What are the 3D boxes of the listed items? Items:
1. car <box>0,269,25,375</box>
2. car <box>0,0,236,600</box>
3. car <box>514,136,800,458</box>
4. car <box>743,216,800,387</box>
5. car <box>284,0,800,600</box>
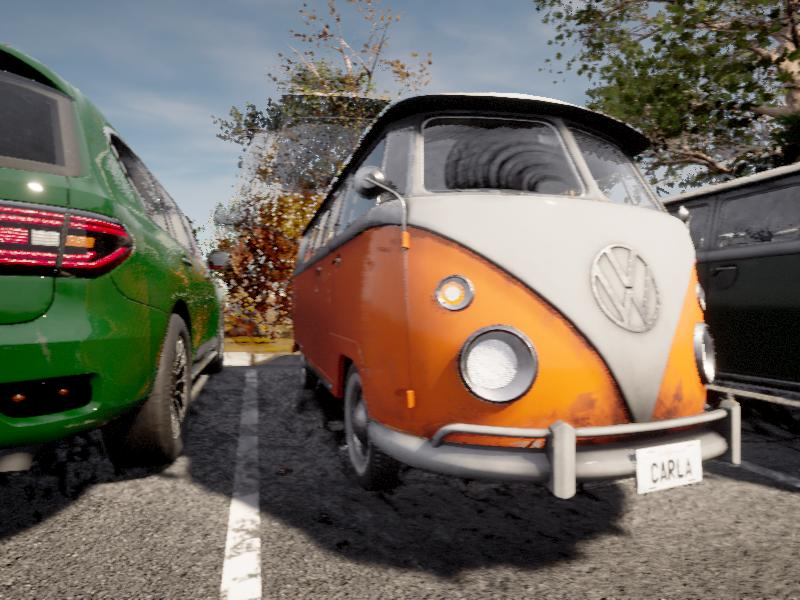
[{"bbox_3d":[-5.849,0.273,3.534,2.002,1.452,4.674,1,-1,-20],"label":"car"},{"bbox_3d":[-2.887,-0.020,3.559,2.435,2.045,5.566,0,-1,-20],"label":"car"},{"bbox_3d":[3.121,0.000,3.423,1.878,1.987,4.442,1,-1,-20],"label":"car"},{"bbox_3d":[6.099,-0.002,3.423,1.878,1.987,4.442,1,-1,-20],"label":"car"},{"bbox_3d":[0.144,0.002,3.422,1.878,1.987,4.442,1,-1,-20],"label":"car"}]
